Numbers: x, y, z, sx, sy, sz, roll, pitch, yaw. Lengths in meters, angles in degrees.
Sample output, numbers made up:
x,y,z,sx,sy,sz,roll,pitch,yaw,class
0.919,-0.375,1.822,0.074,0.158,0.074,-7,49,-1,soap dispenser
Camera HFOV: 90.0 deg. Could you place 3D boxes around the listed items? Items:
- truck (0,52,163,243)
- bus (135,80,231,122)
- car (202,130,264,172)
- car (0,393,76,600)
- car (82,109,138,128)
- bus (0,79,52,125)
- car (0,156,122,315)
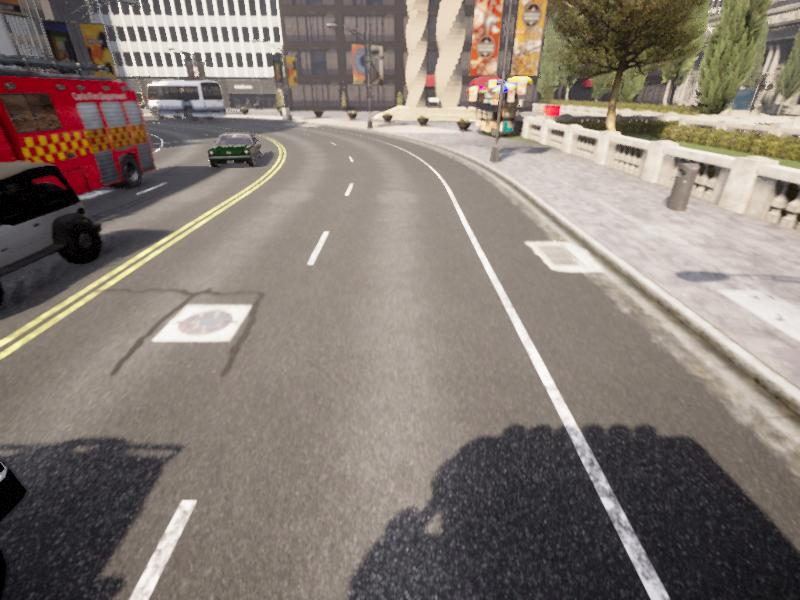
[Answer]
x,y,z,sx,sy,sz,roll,pitch,yaw,class
-10.599,-4.514,11.097,2.891,3.827,8.468,-1,27,-2,truck
-26.184,-24.040,48.342,10.273,4.253,3.944,13,30,23,bus
-7.836,-7.280,19.218,1.895,1.301,4.718,-5,28,-11,car
-3.502,1.987,0.666,1.932,1.855,4.605,0,27,0,car
-28.967,-18.176,39.940,4.974,1.542,2.038,13,30,23,car
-44.754,-21.340,43.001,10.273,4.253,3.944,3,27,3,bus
-7.064,-1.136,6.678,1.905,1.878,3.866,0,28,-1,car
